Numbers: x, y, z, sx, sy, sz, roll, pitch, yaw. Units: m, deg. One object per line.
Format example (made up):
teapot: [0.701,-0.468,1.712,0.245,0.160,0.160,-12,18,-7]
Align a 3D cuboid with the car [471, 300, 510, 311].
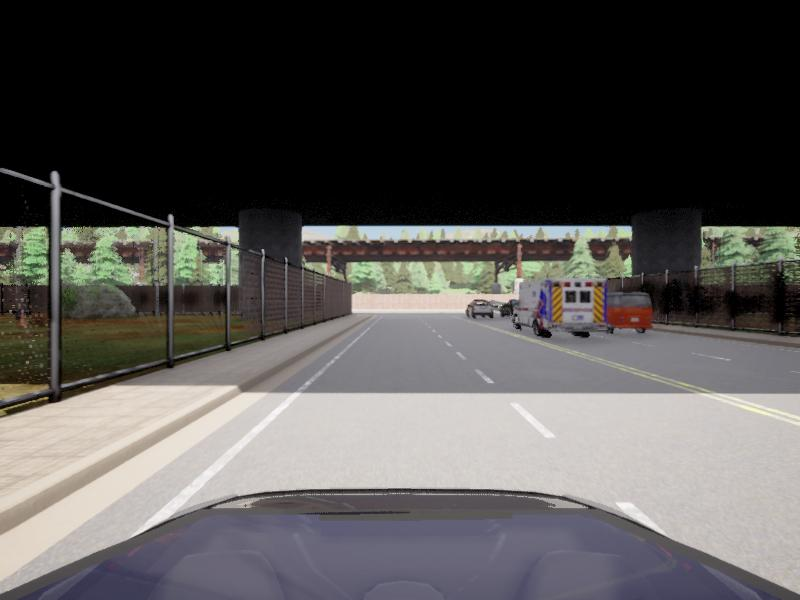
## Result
car: [13.003,0.785,57.545,5.238,1.638,1.930,0,0,1]

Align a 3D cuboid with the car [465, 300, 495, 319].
car: [6.998,0.796,35.460,1.851,1.617,3.988,0,0,0]

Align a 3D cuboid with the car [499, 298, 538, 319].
car: [10.496,0.704,35.808,2.097,1.767,4.553,0,0,0]

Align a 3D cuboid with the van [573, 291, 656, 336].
van: [10.496,0.604,20.043,1.775,1.987,4.442,0,0,0]

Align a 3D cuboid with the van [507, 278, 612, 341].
van: [6.999,0.383,18.623,2.351,2.431,6.366,0,0,0]
